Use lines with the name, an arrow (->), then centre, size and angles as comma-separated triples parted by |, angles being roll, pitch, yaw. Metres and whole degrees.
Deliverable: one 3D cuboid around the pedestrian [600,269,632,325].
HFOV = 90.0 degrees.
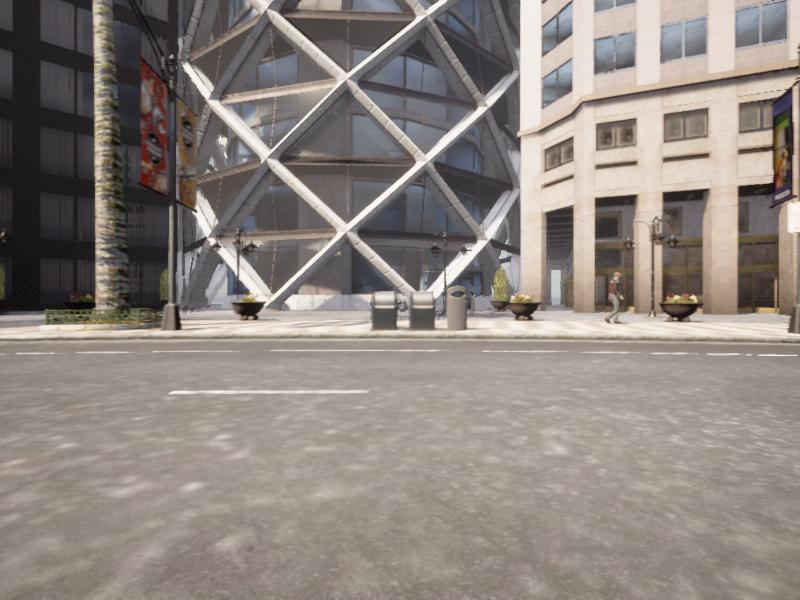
pedestrian -> 7.374, -0.109, 13.660 | 0.751, 1.860, 0.751 | 0, 0, 9
